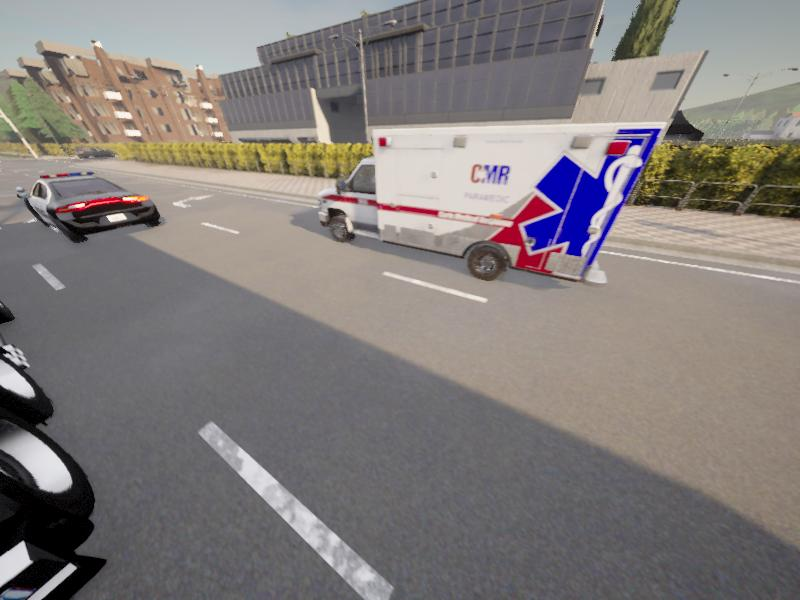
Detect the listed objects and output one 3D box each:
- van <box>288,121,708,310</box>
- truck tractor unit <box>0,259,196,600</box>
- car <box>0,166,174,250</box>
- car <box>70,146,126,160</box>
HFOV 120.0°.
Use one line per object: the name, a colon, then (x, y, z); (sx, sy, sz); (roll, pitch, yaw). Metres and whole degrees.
van: (0.954, -2.301, 5.181); (6.366, 2.431, 2.351); (18, 39, 24)
truck tractor unit: (-5.103, -0.307, 0.794); (6.516, 4.208, 3.053); (19, 39, 25)
car: (-9.867, -3.094, 7.205); (4.974, 1.542, 2.038); (18, 39, 24)
car: (-46.232, -22.612, 35.482); (2.242, 1.667, 4.611); (15, 38, 22)
